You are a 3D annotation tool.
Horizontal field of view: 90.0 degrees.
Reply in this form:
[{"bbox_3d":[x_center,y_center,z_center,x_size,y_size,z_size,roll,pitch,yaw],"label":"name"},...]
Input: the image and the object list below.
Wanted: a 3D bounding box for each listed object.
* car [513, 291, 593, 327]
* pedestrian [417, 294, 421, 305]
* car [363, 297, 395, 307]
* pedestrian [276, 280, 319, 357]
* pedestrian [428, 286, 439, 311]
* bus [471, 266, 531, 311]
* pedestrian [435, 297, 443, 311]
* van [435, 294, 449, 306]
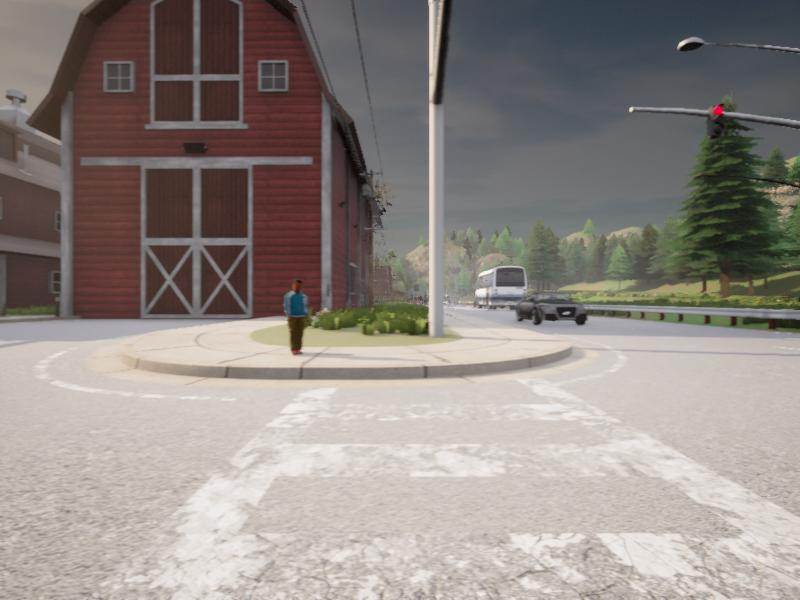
[{"bbox_3d":[6.546,0.337,17.640,1.994,1.385,4.181,0,0,1],"label":"car"},{"bbox_3d":[3.366,-0.087,71.696,0.751,1.860,0.751,0,0,0],"label":"pedestrian"},{"bbox_3d":[-3.205,0.275,61.628,4.792,1.488,2.163,0,0,0],"label":"car"},{"bbox_3d":[-1.550,0.262,6.041,0.500,1.100,0.500,0,0,-33],"label":"pedestrian"},{"bbox_3d":[2.560,-0.088,30.456,0.751,1.860,0.751,0,0,-2],"label":"pedestrian"},{"bbox_3d":[10.405,-1.101,42.769,3.944,4.253,10.273,0,0,1],"label":"bus"},{"bbox_3d":[3.120,0.292,32.116,0.500,1.100,0.500,0,0,-5],"label":"pedestrian"},{"bbox_3d":[7.586,0.006,72.240,2.069,2.038,4.480,0,0,1],"label":"van"}]
